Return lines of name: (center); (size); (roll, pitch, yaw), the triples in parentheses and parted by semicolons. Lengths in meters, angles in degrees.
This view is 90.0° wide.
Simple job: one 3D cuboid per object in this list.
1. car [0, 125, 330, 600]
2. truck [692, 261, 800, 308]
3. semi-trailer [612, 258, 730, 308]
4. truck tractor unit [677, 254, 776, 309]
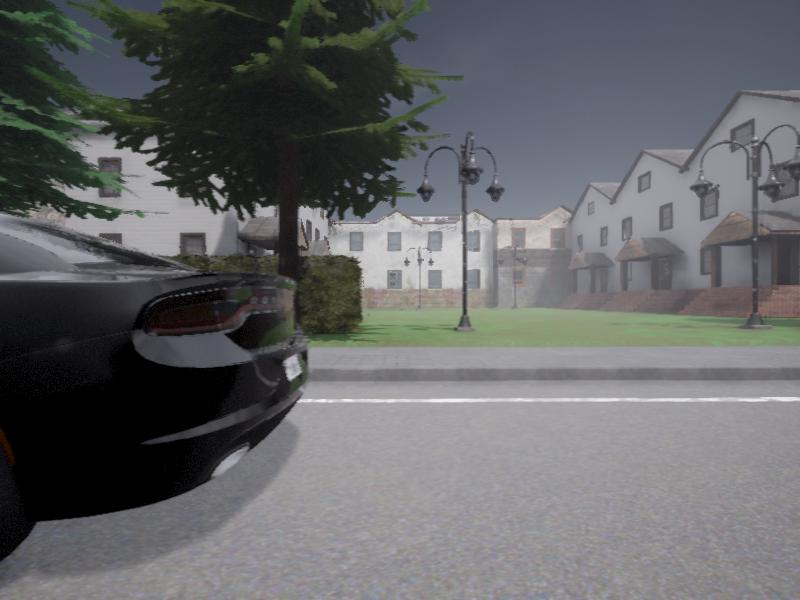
car: (-3.057, 0.235, 2.199); (5.008, 1.535, 1.882); (0, 0, 0)
truck: (31.473, -1.209, 36.892); (2.891, 3.827, 8.468); (0, 0, 0)
semi-trailer: (27.447, -1.488, 42.104); (2.717, 4.402, 14.254); (0, 0, 0)
truck tractor unit: (27.484, -1.395, 34.194); (3.053, 4.208, 6.516); (0, 0, -1)
